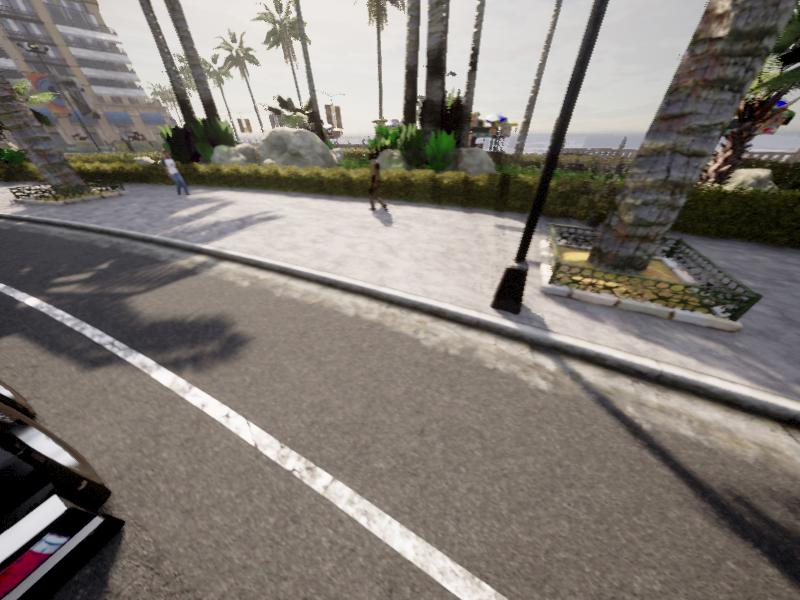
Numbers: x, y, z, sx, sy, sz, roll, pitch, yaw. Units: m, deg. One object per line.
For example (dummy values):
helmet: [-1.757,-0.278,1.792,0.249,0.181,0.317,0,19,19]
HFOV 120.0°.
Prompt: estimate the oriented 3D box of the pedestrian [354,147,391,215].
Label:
pedestrian: [-0.839,-3.847,7.503,0.751,1.860,0.751,21,40,27]

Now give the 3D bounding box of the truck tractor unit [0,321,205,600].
truck tractor unit: [-5.208,-0.190,0.629,6.516,4.208,3.053,14,38,19]

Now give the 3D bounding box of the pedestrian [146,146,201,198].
pedestrian: [-9.772,-5.548,10.035,0.751,1.860,0.751,12,37,18]
